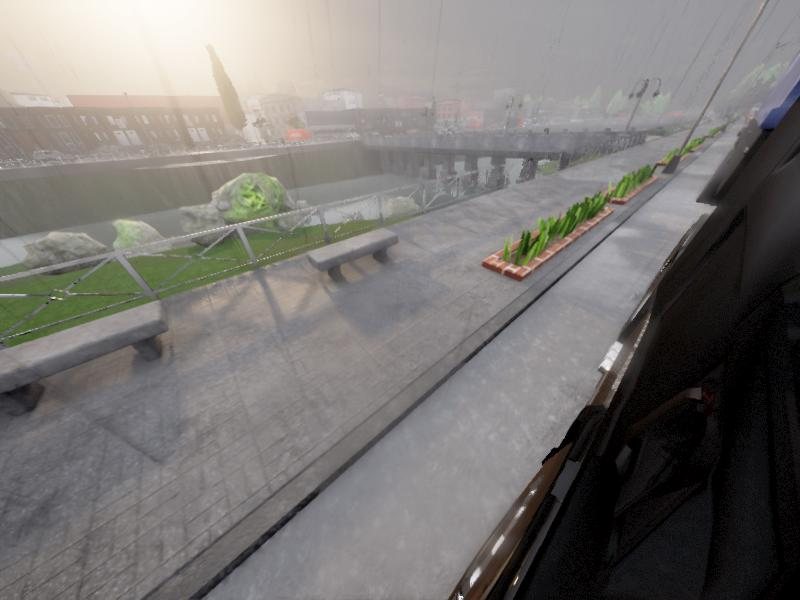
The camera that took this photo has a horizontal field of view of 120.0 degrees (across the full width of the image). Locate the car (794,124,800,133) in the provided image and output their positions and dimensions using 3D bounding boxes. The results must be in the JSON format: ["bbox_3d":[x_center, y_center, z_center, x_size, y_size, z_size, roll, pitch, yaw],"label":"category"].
[{"bbox_3d":[42.951,-18.110,23.655,3.806,1.475,1.970,-28,44,-29],"label":"car"}]

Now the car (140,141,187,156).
[{"bbox_3d":[-39.344,-25.359,38.601,5.238,1.638,1.930,-28,43,-29],"label":"car"}]

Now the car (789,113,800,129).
[{"bbox_3d":[50.305,-22.196,28.262,4.605,1.855,1.932,-28,44,-30],"label":"car"}]

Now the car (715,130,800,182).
[{"bbox_3d":[15.550,-6.210,9.752,4.181,1.385,1.994,-28,44,-29],"label":"car"}]

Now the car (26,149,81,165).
[{"bbox_3d":[-48.618,-20.255,32.569,3.806,1.475,1.970,-28,43,-29],"label":"car"}]

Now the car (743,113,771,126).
[{"bbox_3d":[59.077,-29.930,38.247,5.008,1.535,1.882,-28,43,-30],"label":"car"}]

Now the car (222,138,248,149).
[{"bbox_3d":[-33.212,-31.524,46.528,3.806,1.475,1.970,-27,43,-28],"label":"car"}]

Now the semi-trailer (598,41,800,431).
[{"bbox_3d":[8.681,-3.628,4.227,14.254,4.402,2.717,-28,44,-30],"label":"semi-trailer"}]

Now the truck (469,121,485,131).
[{"bbox_3d":[27.416,-61.846,81.981,5.204,2.467,2.627,-28,44,-30],"label":"truck"}]

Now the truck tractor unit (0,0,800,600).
[{"bbox_3d":[2.645,-0.295,0.352,6.516,4.208,3.053,-28,44,-30],"label":"truck tractor unit"}]

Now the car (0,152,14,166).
[{"bbox_3d":[-56.630,-18.950,31.365,3.806,1.475,1.970,-28,44,-30],"label":"car"}]

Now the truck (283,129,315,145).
[{"bbox_3d":[-21.667,-35.226,49.857,5.204,2.467,2.627,-28,44,-30],"label":"truck"}]

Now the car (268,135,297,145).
[{"bbox_3d":[-26.033,-35.545,51.259,5.238,1.638,1.930,-27,43,-29],"label":"car"}]

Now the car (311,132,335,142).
[{"bbox_3d":[-18.679,-39.547,56.100,4.856,1.649,2.033,-28,44,-29],"label":"car"}]

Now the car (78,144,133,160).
[{"bbox_3d":[-47.367,-24.044,37.387,5.238,1.638,1.930,-29,44,-29],"label":"car"}]

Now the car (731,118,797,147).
[{"bbox_3d":[27.081,-12.556,17.282,4.514,1.525,2.007,-28,44,-29],"label":"car"}]

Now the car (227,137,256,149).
[{"bbox_3d":[-30.416,-30.190,44.461,3.988,1.617,1.851,-27,43,-29],"label":"car"}]

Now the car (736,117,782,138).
[{"bbox_3d":[34.804,-16.845,22.514,4.193,1.474,1.816,-29,44,-31],"label":"car"}]

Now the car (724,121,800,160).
[{"bbox_3d":[20.924,-9.206,13.236,4.514,1.525,2.007,-28,44,-29],"label":"car"}]

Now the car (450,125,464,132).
[{"bbox_3d":[20.166,-60.720,81.661,5.238,1.638,1.930,-28,44,-30],"label":"car"}]

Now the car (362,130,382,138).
[{"bbox_3d":[-7.584,-45.636,63.491,4.974,1.542,2.038,-28,44,-30],"label":"car"}]
